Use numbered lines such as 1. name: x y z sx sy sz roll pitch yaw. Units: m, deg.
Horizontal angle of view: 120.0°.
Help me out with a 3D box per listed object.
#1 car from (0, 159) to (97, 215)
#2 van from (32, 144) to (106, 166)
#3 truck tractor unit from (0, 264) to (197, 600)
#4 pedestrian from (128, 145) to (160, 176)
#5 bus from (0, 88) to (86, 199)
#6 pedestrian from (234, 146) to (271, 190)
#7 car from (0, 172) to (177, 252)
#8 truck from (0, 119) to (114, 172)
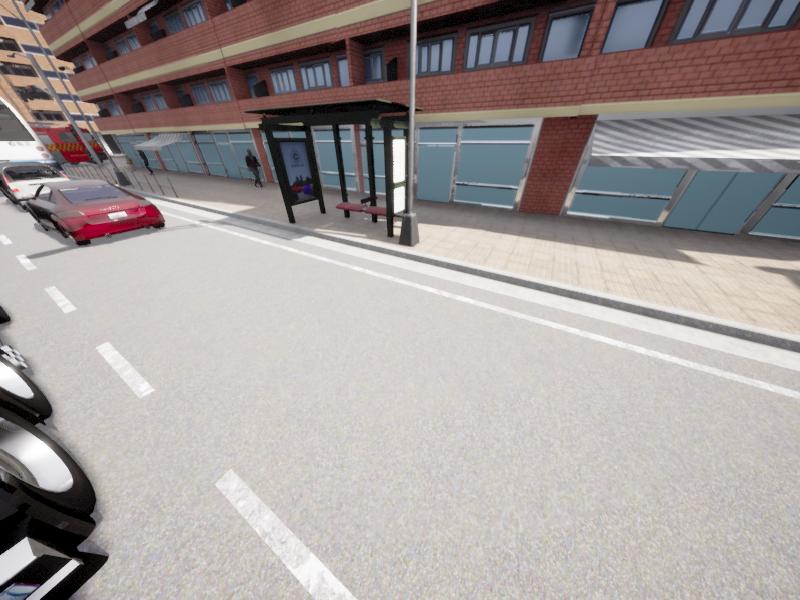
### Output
1. car: -15.345 -4.888 9.722 3.988 1.617 1.851 18 39 24
2. van: -38.961 -17.301 27.384 1.775 1.987 4.442 18 39 25
3. truck tractor unit: -5.110 -0.301 0.779 6.516 4.208 3.053 18 39 24
4. pedestrian: -18.347 -10.029 16.593 0.751 1.860 0.751 -24 42 -30
5. bus: -23.284 -8.484 12.629 10.273 4.253 3.944 18 39 24
6. pedestrian: -7.495 -6.756 11.814 0.751 1.860 0.751 18 39 24
7. car: -9.288 -2.824 6.922 4.181 1.385 1.994 17 38 23
8. truck: -35.982 -15.807 23.608 2.891 3.827 8.468 -5 35 -6
